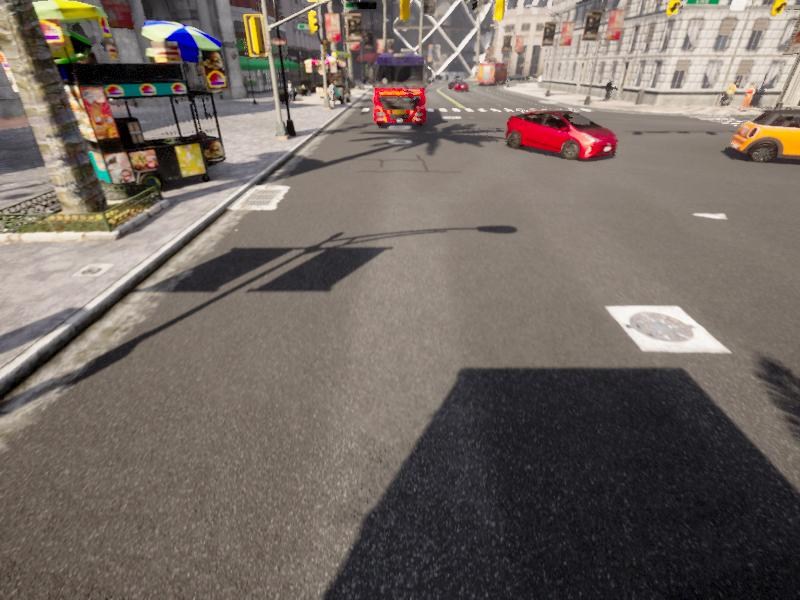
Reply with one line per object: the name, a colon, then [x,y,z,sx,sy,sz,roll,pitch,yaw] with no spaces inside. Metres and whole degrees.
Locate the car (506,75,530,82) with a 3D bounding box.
car: [25.746,-48.283,87.116,4.718,1.301,1.895,-14,33,-23]

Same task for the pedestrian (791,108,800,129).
pedestrian: [22.424,-10.342,21.752,0.751,1.860,0.751,3,30,5]

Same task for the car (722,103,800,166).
car: [14.730,-5.826,14.155,4.553,1.767,2.097,12,32,20]

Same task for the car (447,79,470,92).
car: [7.918,-29.278,54.604,1.994,1.385,4.181,-5,31,-8]

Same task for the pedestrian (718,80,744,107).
pedestrian: [26.267,-16.397,31.786,0.751,1.860,0.751,0,30,0]

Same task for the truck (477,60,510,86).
truck: [16.712,-40.338,71.053,2.891,3.827,8.468,16,34,25]

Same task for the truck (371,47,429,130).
truck: [-0.010,-13.108,24.574,2.891,3.827,8.468,0,30,0]

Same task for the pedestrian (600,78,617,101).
pedestrian: [19.426,-19.629,37.301,0.751,1.860,0.751,1,30,2]

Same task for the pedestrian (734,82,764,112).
pedestrian: [24.539,-14.285,28.180,0.751,1.860,0.751,-8,31,-14]

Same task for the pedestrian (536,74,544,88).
pedestrian: [20.238,-31.670,57.853,0.751,1.860,0.751,4,31,7]

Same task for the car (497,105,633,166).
car: [6.230,-6.618,15.771,2.007,1.525,4.514,-17,35,-27]

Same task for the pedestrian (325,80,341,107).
pedestrian: [-5.340,-16.500,31.956,0.751,1.860,0.751,18,35,27]

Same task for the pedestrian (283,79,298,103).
pedestrian: [-9.707,-18.547,35.450,0.751,1.860,0.751,24,38,35]
